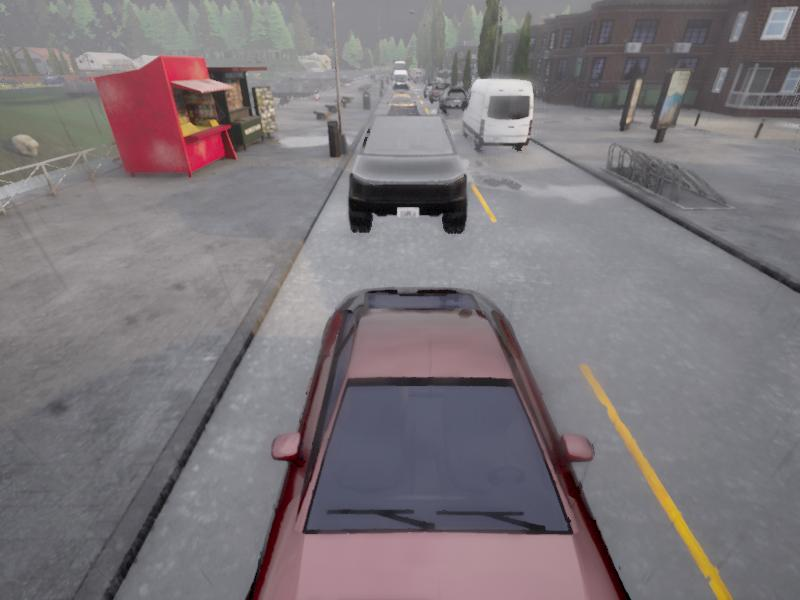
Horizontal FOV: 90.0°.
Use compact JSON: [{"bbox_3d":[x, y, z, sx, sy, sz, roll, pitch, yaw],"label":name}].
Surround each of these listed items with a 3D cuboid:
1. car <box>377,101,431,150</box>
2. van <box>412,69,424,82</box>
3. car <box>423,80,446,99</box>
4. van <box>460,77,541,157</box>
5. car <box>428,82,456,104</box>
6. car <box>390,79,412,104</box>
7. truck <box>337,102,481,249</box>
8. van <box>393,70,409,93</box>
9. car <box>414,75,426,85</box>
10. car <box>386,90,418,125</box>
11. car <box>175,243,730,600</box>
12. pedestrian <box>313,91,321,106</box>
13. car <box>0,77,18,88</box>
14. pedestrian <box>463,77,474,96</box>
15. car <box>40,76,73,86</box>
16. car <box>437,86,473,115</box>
[{"bbox_3d":[0.174,-8.109,18.367,2.128,1.511,4.902,0,30,1],"label":"car"},{"bbox_3d":[4.060,-50.784,90.411,2.351,2.431,6.366,0,30,0],"label":"van"},{"bbox_3d":[3.783,-23.477,44.485,2.242,1.667,4.611,1,30,2],"label":"car"},{"bbox_3d":[4.069,-8.194,17.498,1.988,2.561,5.915,0,30,0],"label":"van"},{"bbox_3d":[3.963,-19.900,38.370,2.242,1.667,4.611,1,30,1],"label":"car"},{"bbox_3d":[0.096,-20.067,38.436,1.932,1.855,4.605,0,31,0],"label":"car"},{"bbox_3d":[0.183,-3.484,9.877,2.390,2.098,6.274,0,30,1],"label":"truck"},{"bbox_3d":[0.080,-29.335,53.593,1.988,2.561,5.915,0,30,0],"label":"van"},{"bbox_3d":[4.064,-44.869,81.385,2.152,1.651,5.027,0,30,0],"label":"car"},{"bbox_3d":[0.108,-12.467,25.747,1.801,1.575,5.366,0,30,0],"label":"car"},{"bbox_3d":[0.190,1.018,2.928,1.994,1.385,4.181,0,30,0],"label":"car"},{"bbox_3d":[-7.017,-17.125,33.954,0.500,1.100,0.500,-9,31,-14],"label":"pedestrian"},{"bbox_3d":[-65.607,-35.768,65.713,1.970,1.475,3.806,0,30,0],"label":"car"},{"bbox_3d":[7.701,-24.065,45.051,0.751,1.860,0.751,-8,31,-13],"label":"pedestrian"},{"bbox_3d":[-61.608,-39.376,71.829,1.812,1.442,4.674,0,30,0],"label":"car"},{"bbox_3d":[4.083,-15.301,30.551,2.033,1.649,4.856,0,31,0],"label":"car"}]
